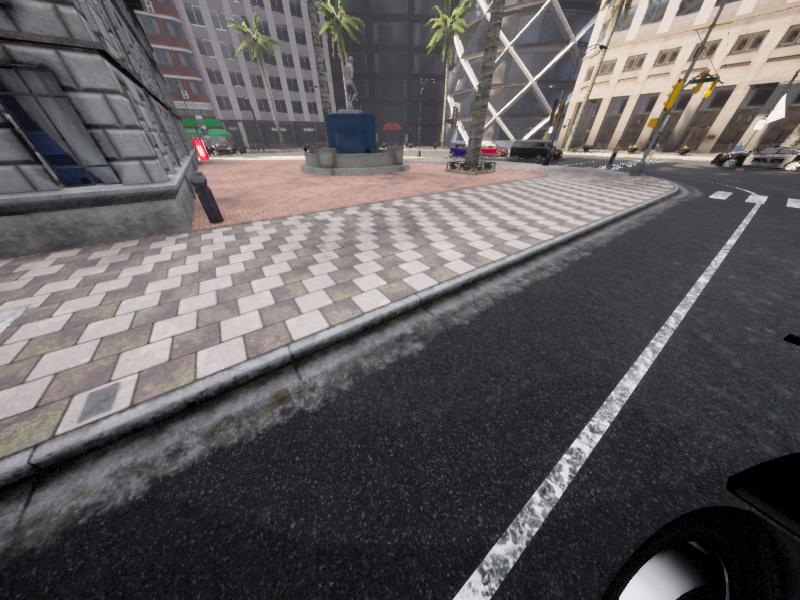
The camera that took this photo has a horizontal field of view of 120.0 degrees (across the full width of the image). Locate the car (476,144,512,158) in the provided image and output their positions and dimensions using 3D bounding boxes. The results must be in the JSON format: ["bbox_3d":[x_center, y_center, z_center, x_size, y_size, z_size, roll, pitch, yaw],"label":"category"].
[{"bbox_3d":[12.607,-20.178,31.192,3.806,1.475,1.970,27,43,33],"label":"car"}]

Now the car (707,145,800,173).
[{"bbox_3d":[28.968,-11.287,18.314,1.930,1.638,5.238,-22,40,-28],"label":"car"}]

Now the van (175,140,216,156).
[{"bbox_3d":[-32.812,-24.555,37.273,4.442,1.987,1.775,-19,39,-24],"label":"van"}]

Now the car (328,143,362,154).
[{"bbox_3d":[-9.134,-25.367,38.680,4.902,1.511,2.128,1,35,1],"label":"car"}]

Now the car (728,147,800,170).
[{"bbox_3d":[32.028,-12.188,19.807,1.994,1.385,4.181,-22,41,-28],"label":"car"}]

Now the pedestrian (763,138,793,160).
[{"bbox_3d":[38.802,-15.515,23.751,0.751,1.860,0.751,-21,40,-27],"label":"pedestrian"}]

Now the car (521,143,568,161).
[{"bbox_3d":[16.913,-17.430,27.147,1.851,1.617,3.988,-25,42,-30],"label":"car"}]

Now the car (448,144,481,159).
[{"bbox_3d":[8.456,-19.665,30.444,3.633,1.501,1.845,24,42,30],"label":"car"}]

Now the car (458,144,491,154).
[{"bbox_3d":[12.416,-25.403,38.768,4.718,1.301,1.895,22,41,28],"label":"car"}]

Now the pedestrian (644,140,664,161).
[{"bbox_3d":[27.902,-16.466,25.440,0.751,1.860,0.751,25,42,31],"label":"pedestrian"}]

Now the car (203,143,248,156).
[{"bbox_3d":[-27.134,-23.586,36.162,5.238,1.638,1.930,-14,37,-19],"label":"car"}]

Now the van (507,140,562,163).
[{"bbox_3d":[14.401,-16.141,25.006,1.775,1.987,4.442,-24,42,-30],"label":"van"}]

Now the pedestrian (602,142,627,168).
[{"bbox_3d":[18.238,-12.357,19.674,0.751,1.860,0.751,-28,44,-34],"label":"pedestrian"}]
